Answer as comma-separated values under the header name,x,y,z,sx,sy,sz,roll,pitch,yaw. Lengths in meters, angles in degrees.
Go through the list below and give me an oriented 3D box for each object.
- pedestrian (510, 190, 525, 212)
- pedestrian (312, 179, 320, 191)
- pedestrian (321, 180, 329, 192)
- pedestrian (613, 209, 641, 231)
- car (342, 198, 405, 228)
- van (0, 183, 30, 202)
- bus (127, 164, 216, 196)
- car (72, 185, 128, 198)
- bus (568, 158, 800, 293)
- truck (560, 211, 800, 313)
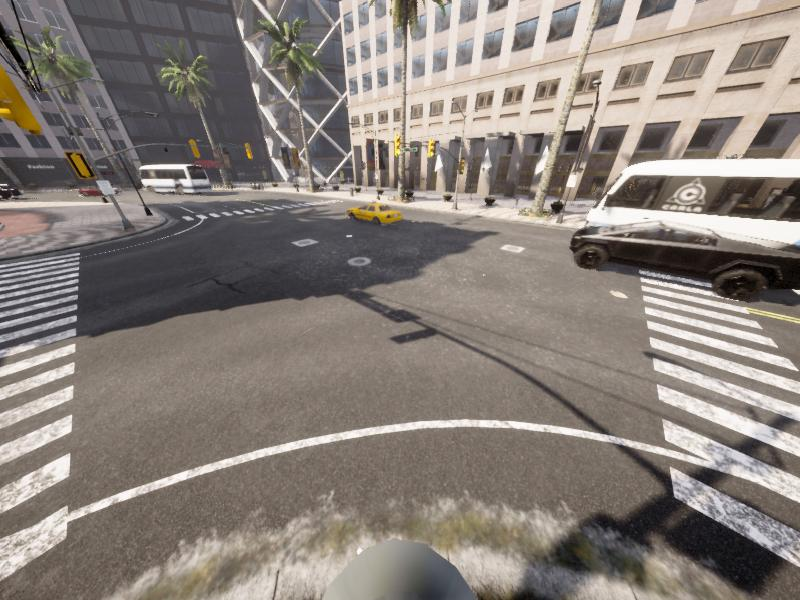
name,x,y,z,sx,sy,sz,roll,pitch,yaw
pedestrian,11.407,-9.652,22.510,0.751,1.860,0.751,22,36,33
pedestrian,-15.136,-20.825,41.863,0.751,1.860,0.751,18,34,28
pedestrian,-13.127,-20.110,40.623,0.751,1.860,0.751,20,36,31
pedestrian,15.599,-5.520,15.913,0.751,1.300,0.751,7,31,12
car,-2.253,-7.292,19.054,5.366,1.575,1.801,23,37,34
van,-53.798,-14.162,30.495,4.480,2.038,2.069,-11,31,-18
bus,-36.602,-19.415,37.378,10.273,4.253,3.944,6,30,10
car,-45.734,-16.616,35.304,4.792,1.488,2.163,-4,30,-6
bus,14.323,-3.559,9.925,10.273,4.253,3.944,24,38,34
truck,10.677,-1.975,9.329,6.274,2.098,2.390,23,37,34
